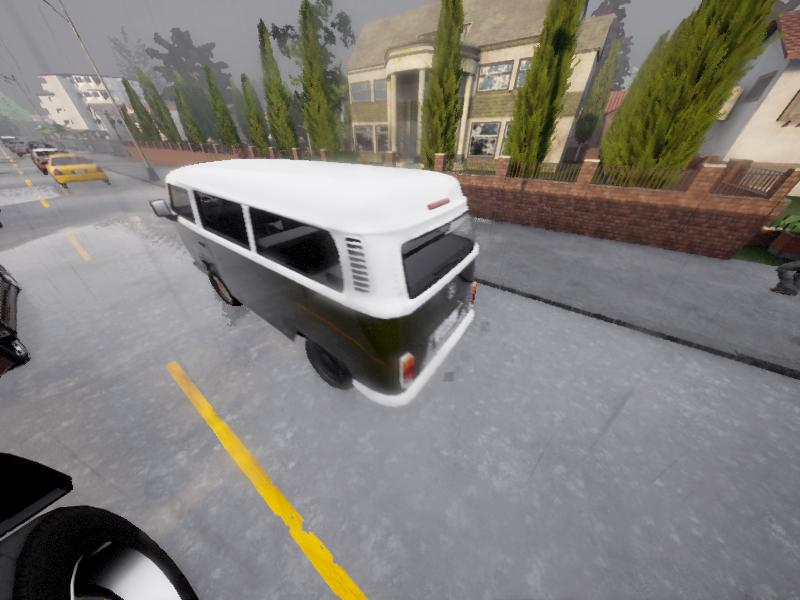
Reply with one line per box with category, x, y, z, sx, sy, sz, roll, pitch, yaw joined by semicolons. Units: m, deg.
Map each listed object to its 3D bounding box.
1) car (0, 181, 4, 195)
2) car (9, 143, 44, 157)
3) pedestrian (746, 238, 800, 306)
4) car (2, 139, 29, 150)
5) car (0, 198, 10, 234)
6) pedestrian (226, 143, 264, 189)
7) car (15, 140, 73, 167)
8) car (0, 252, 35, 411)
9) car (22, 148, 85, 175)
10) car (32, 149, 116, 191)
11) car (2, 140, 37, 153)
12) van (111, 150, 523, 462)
car;-20.770;-5.779;10.645;4.514;1.525;2.007;23;41;29
car;-50.481;-20.328;31.225;4.181;1.385;1.994;23;41;29
pedestrian;6.487;-0.617;3.487;0.751;1.300;0.751;-17;39;-23
car;-79.089;-32.041;47.502;4.611;1.667;2.242;22;41;28
car;-13.480;-2.837;6.521;4.514;1.525;2.007;23;41;29
pedestrian;-7.525;-6.546;11.318;0.751;1.860;0.751;21;40;26
car;-32.785;-13.529;21.261;4.605;1.855;1.932;22;41;27
car;-6.168;0.192;2.433;4.181;1.385;1.994;23;41;29
car;-25.832;-10.402;17.216;3.806;1.475;1.970;23;41;29
car;-18.184;-7.352;12.851;5.366;1.575;1.801;23;41;29
car;-60.350;-24.379;36.646;4.611;1.667;2.242;23;41;29
van;-1.277;-0.704;3.140;4.480;2.038;2.069;24;41;29
